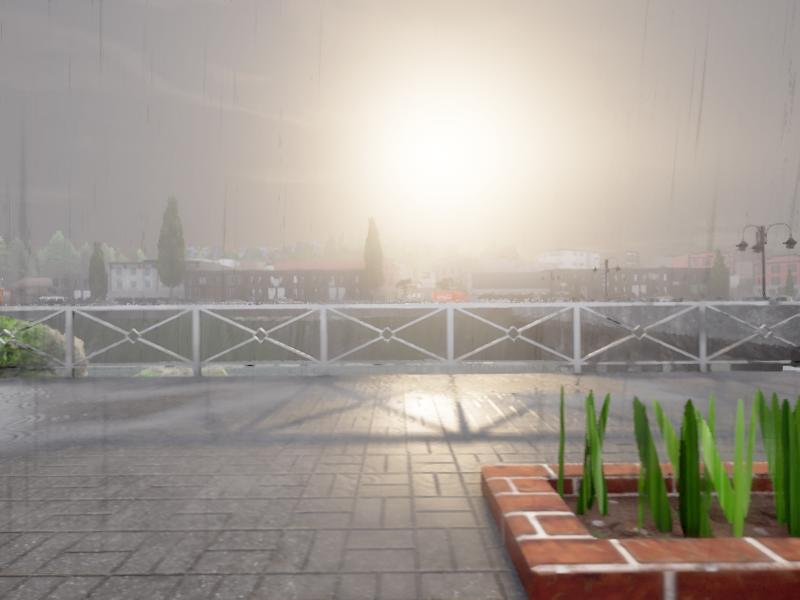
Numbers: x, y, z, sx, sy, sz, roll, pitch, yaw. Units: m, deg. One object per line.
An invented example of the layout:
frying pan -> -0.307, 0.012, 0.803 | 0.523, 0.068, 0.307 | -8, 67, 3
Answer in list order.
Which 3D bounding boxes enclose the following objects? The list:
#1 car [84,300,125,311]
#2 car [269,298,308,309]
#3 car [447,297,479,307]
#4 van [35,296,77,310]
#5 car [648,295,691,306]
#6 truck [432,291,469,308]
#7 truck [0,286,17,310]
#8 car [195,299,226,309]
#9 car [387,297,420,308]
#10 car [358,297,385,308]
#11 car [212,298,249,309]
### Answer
car -> -47.394, 0.850, 64.223 | 5.027, 1.651, 2.152 | 0, 0, 0
car -> -16.830, 0.476, 60.470 | 5.238, 1.638, 1.930 | 0, 0, 1
car -> 10.104, 0.309, 64.427 | 4.856, 1.649, 2.033 | 0, 0, 1
van -> -51.721, 0.519, 60.205 | 4.480, 2.038, 2.069 | 0, 0, 0
car -> 40.809, 0.128, 60.657 | 5.366, 1.575, 1.801 | 0, 0, 0
truck -> 7.539, -0.100, 60.518 | 5.204, 2.467, 2.627 | -1, 0, 0
truck -> -66.984, -0.269, 64.130 | 8.468, 3.827, 2.891 | 0, 0, 0
car -> -28.574, 0.639, 60.408 | 3.806, 1.475, 1.970 | 0, 0, 1
car -> 0.530, 0.369, 64.364 | 5.238, 1.638, 1.930 | 0, 0, 1
car -> -4.323, 0.407, 60.523 | 3.988, 1.617, 1.851 | 0, 0, 1
car -> -27.224, 0.560, 64.311 | 5.238, 1.638, 1.930 | 0, 0, 0
